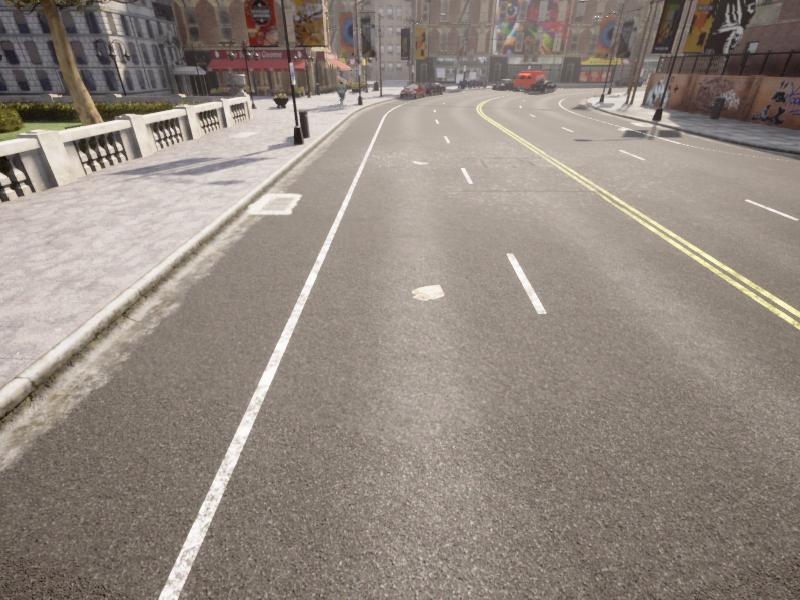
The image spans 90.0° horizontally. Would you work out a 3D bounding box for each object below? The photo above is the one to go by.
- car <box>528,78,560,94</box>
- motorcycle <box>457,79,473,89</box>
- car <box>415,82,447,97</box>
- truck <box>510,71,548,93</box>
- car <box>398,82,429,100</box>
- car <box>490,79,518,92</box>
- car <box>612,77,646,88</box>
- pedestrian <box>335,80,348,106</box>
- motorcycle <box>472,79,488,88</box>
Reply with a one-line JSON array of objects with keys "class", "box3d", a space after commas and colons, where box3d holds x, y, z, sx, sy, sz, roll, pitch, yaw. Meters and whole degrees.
[{"class": "car", "box3d": [18.788, -27.848, 52.082, 1.930, 1.638, 5.238, 23, 37, 34]}, {"class": "motorcycle", "box3d": [9.822, -32.503, 60.139, 2.209, 1.251, 0.867, 5, 31, 9]}, {"class": "car", "box3d": [3.768, -25.537, 48.455, 1.895, 1.301, 4.718, 17, 34, 26]}, {"class": "truck", "box3d": [17.882, -30.314, 55.480, 2.627, 2.467, 5.204, 26, 39, 37]}, {"class": "car", "box3d": [1.526, -22.942, 43.862, 2.002, 1.452, 4.674, 11, 32, 18]}, {"class": "car", "box3d": [14.994, -30.883, 57.526, 1.970, 1.475, 3.806, 26, 39, 37]}, {"class": "car", "box3d": [38.988, -37.165, 68.223, 4.514, 1.525, 2.007, -5, 31, -9]}, {"class": "pedestrian", "box3d": [-4.834, -17.187, 33.256, 0.751, 1.860, 0.751, 5, 31, 9]}, {"class": "motorcycle", "box3d": [12.302, -33.413, 61.700, 2.356, 1.277, 0.764, 5, 31, 9]}]
